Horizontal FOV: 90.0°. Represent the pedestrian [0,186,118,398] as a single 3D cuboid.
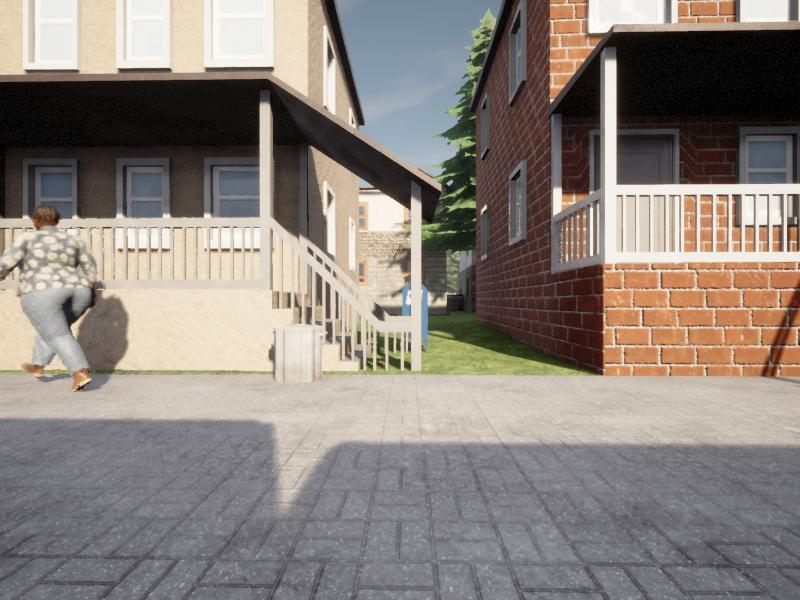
[{"bbox_3d":[-3.448,-0.067,3.989,0.751,1.860,0.751,0,0,20],"label":"pedestrian"}]
